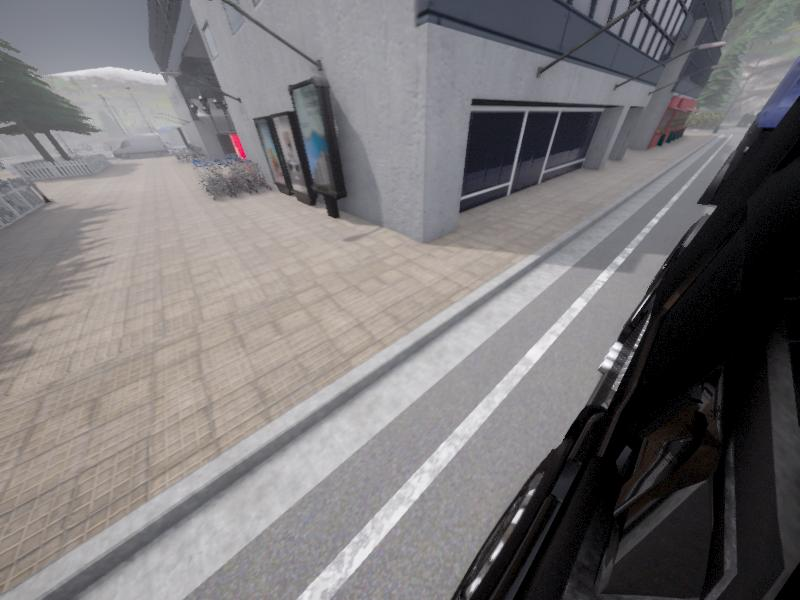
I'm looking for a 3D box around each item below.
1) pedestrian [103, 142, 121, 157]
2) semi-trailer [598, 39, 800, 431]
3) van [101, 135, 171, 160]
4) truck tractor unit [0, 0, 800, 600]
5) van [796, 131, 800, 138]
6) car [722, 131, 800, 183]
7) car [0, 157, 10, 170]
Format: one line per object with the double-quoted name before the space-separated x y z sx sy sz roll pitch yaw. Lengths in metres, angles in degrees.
"pedestrian" -41.792 -21.851 33.562 0.751 1.860 0.751 20 43 28
"semi-trailer" 8.708 -3.600 4.217 14.254 4.402 2.717 -28 44 -30
"van" -36.919 -21.609 32.664 5.915 2.561 1.988 -29 44 -31
"truck tractor unit" 2.645 -0.295 0.352 6.516 4.208 3.053 -28 44 -30
"van" 38.672 -15.942 20.789 4.480 2.038 2.069 -28 44 -30
"car" 15.690 -6.112 9.674 4.181 1.385 1.994 -28 44 -30
"car" -46.294 -15.155 25.526 1.837 1.490 4.892 -30 44 -31
